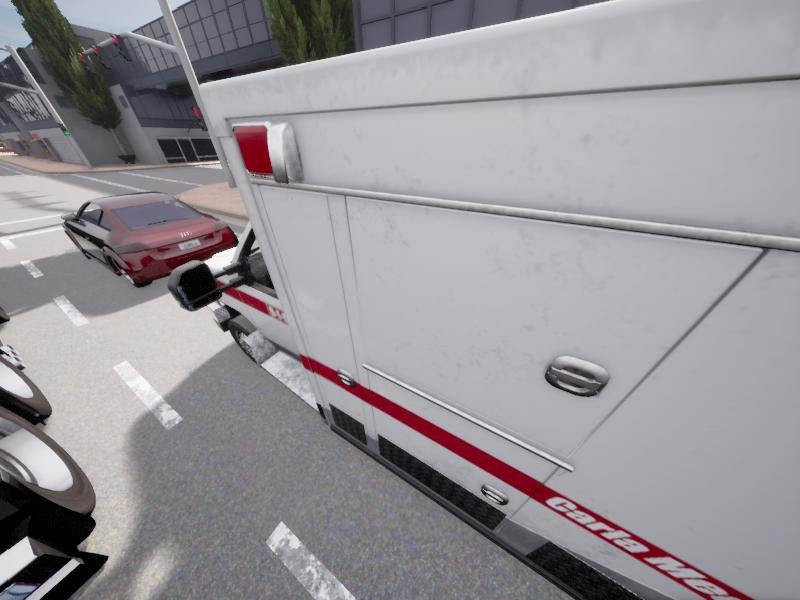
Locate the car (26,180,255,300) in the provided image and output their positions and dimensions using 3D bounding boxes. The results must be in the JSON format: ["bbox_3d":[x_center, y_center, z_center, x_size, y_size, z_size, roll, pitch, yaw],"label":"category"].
[{"bbox_3d":[-5.739,-1.649,5.208,4.181,1.385,1.994,18,39,24],"label":"car"}]

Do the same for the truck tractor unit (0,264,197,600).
[{"bbox_3d":[-5.111,-0.301,0.778,6.516,4.208,3.053,18,39,24],"label":"truck tractor unit"}]

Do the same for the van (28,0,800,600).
[{"bbox_3d":[0.807,0.051,1.793,6.366,2.431,2.351,18,39,24],"label":"van"}]
